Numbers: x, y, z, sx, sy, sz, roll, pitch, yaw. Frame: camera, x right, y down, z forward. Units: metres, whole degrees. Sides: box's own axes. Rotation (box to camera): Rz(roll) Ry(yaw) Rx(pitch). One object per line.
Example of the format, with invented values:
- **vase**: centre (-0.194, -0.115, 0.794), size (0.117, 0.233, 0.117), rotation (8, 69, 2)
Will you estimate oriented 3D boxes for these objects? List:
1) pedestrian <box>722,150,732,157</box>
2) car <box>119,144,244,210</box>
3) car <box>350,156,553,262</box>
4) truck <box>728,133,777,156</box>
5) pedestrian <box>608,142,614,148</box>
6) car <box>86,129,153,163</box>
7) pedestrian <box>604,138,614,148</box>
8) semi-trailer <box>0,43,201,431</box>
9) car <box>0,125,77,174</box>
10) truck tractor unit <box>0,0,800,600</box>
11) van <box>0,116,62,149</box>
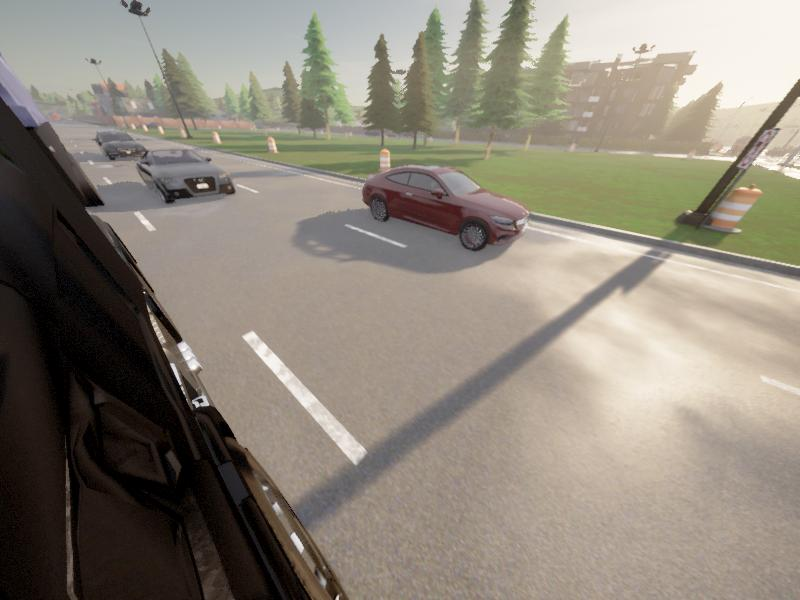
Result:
- **pedestrian**: centre (56.874, -25.520, 40.208), size (0.500, 1.100, 0.500), rotation (31, 45, 33)
- **car**: centre (-7.746, -4.539, 8.180), size (4.181, 1.385, 1.994), rotation (28, 43, 30)
- **car**: centre (0.975, -2.711, 6.118), size (4.674, 1.442, 1.812), rotation (28, 43, 30)
- **truck**: centre (77.559, -34.403, 51.072), size (2.891, 3.827, 8.468), rotation (27, 43, 30)
- **pedestrian**: centre (47.602, -34.895, 52.119), size (0.500, 1.100, 0.500), rotation (-14, 39, -20)
- **car**: centre (-18.298, -10.131, 15.058), size (4.892, 1.490, 1.837), rotation (28, 44, 30)
- **pedestrian**: centre (46.917, -35.126, 51.754), size (0.751, 1.860, 0.751), rotation (-21, 42, -28)
- **semi-trailer**: centre (-8.700, -3.577, 4.264), size (14.254, 4.402, 2.717), rotation (28, 44, 30)
- **car**: centre (-18.807, -7.732, 11.684), size (5.027, 1.651, 2.152), rotation (28, 43, 30)
- **truck tractor unit**: centre (-2.645, -0.295, 0.351), size (6.516, 4.208, 3.053), rotation (28, 44, 30)
- **van**: centre (-29.964, -13.739, 18.890), size (4.442, 1.987, 1.775), rotation (28, 43, 30)
